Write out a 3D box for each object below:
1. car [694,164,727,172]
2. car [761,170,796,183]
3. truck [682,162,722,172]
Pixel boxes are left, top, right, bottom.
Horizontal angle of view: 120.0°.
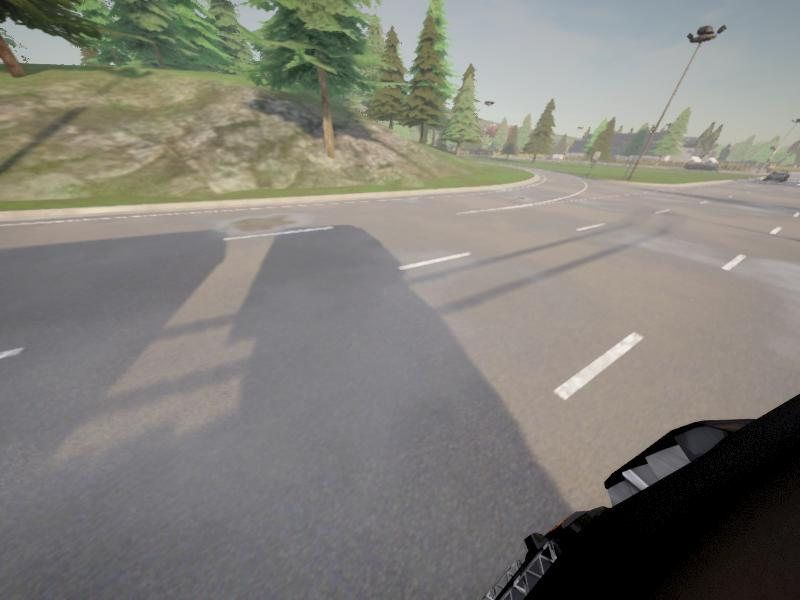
[{"bbox_3d":[87.662,-37.318,65.335,2.152,1.651,5.027,-16,38,-26],"label":"car"},{"bbox_3d":[60.030,-19.617,36.632,4.902,1.511,2.128,-16,38,-26],"label":"car"},{"bbox_3d":[84.058,-37.211,64.483,2.390,2.098,6.274,-16,38,-26],"label":"truck"}]
